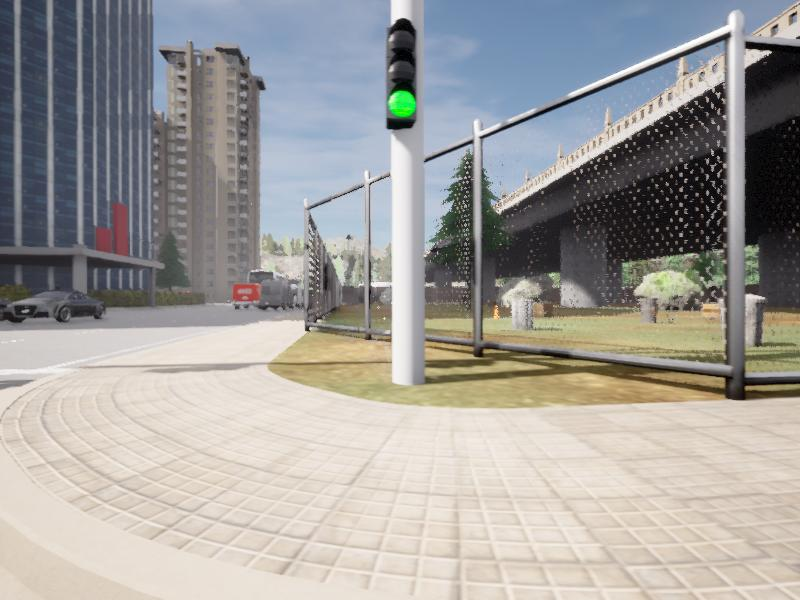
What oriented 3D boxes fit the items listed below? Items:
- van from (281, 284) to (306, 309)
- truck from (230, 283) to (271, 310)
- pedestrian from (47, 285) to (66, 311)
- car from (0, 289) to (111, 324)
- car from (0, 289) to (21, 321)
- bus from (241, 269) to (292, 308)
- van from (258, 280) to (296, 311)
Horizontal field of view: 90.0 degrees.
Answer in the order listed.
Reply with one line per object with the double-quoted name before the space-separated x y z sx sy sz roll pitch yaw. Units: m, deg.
"van" -11.759 -0.358 44.453 1.988 2.561 5.915 0 0 -7
"truck" -14.641 -0.314 39.489 2.627 2.467 5.204 0 0 -7
"pedestrian" -25.049 -0.145 29.154 0.751 1.860 0.751 0 0 -7
"car" -15.369 0.271 18.082 1.994 1.385 4.181 0 0 -8
"car" -18.708 0.243 16.700 1.812 1.442 4.674 0 0 -8
"bus" -16.012 -1.212 48.982 3.944 4.253 10.273 0 0 -7
"van" -10.937 -0.349 36.116 1.988 2.561 5.915 0 0 -4
